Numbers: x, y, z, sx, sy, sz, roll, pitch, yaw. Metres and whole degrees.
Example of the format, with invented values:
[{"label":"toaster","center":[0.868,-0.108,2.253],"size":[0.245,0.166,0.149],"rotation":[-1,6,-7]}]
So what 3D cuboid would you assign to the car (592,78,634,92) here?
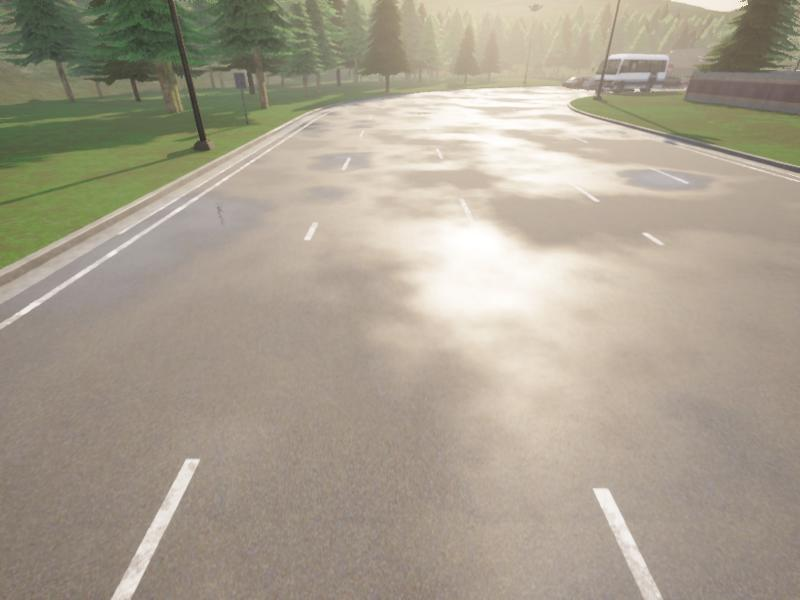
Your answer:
[{"label":"car","center":[29.388,-29.695,55.177],"size":[5.366,1.575,1.801],"rotation":[-14,33,-22]}]

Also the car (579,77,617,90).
[{"label":"car","center":[28.804,-31.547,58.235],"size":[4.856,1.649,2.033],"rotation":[-14,33,-22]}]

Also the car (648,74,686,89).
[{"label":"car","center":[41.551,-34.100,62.374],"size":[4.605,1.855,1.932],"rotation":[-9,31,-14]}]

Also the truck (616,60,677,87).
[{"label":"truck","center":[41.981,-38.673,68.246],"size":[8.468,3.827,2.891],"rotation":[-9,31,-14]}]

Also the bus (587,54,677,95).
[{"label":"bus","center":[29.553,-28.887,51.108],"size":[10.273,4.253,3.944],"rotation":[-15,34,-24]}]

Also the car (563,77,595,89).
[{"label":"car","center":[27.265,-33.068,60.991],"size":[4.193,1.474,1.816],"rotation":[-14,33,-22]}]
